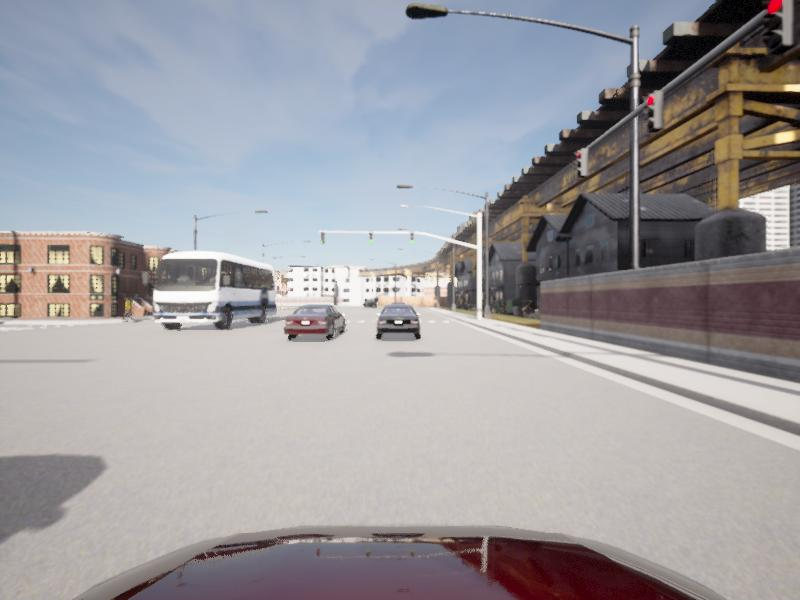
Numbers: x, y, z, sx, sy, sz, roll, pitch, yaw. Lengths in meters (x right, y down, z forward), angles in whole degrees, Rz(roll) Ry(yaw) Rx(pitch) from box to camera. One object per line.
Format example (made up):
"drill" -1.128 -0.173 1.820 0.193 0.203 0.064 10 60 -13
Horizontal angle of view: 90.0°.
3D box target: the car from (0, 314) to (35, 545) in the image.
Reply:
"car" -3.506 0.845 0.395 1.837 1.490 4.892 0 0 0

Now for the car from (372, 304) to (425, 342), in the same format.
"car" -0.068 0.908 17.902 2.033 1.411 5.357 0 0 0

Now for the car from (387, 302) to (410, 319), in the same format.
"car" -0.142 0.922 37.236 2.033 1.411 5.357 0 0 0

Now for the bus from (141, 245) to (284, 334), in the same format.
"bus" -10.472 -0.517 24.344 3.944 4.253 10.273 0 0 0

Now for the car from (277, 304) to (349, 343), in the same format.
"car" -3.567 0.908 17.569 2.033 1.411 5.357 0 0 0

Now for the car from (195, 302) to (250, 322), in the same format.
"car" -14.125 0.919 32.199 2.033 1.411 5.357 0 0 0

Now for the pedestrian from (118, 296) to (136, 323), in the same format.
"pedestrian" -19.384 0.658 28.402 0.751 1.860 0.751 0 0 7
